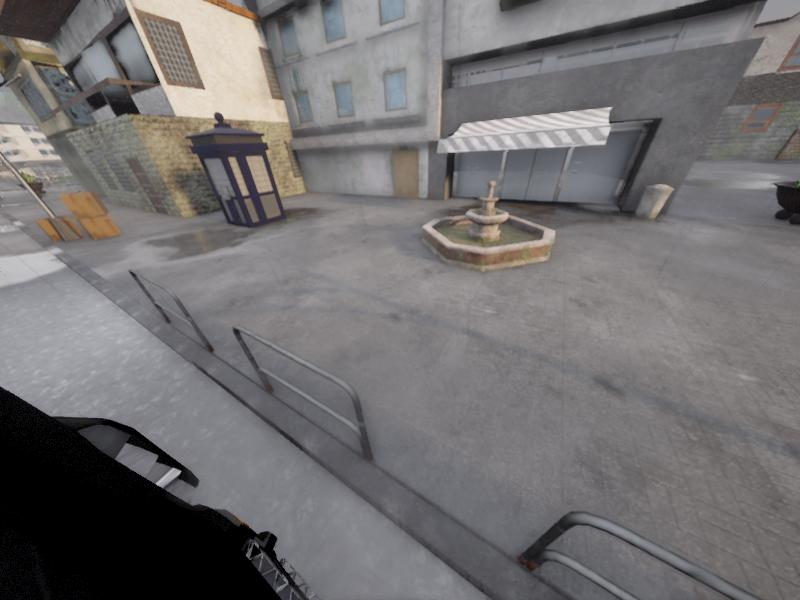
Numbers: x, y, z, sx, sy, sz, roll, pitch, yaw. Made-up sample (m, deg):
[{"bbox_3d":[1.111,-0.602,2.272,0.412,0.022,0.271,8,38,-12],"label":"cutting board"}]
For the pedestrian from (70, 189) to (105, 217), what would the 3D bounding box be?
[{"bbox_3d":[-14.561,-4.514,10.768,0.500,1.100,0.500,22,41,32],"label":"pedestrian"}]
